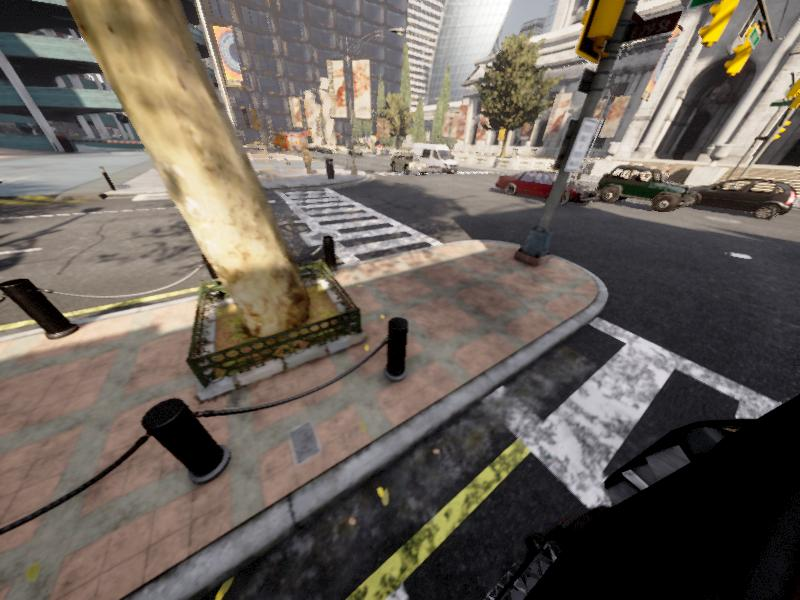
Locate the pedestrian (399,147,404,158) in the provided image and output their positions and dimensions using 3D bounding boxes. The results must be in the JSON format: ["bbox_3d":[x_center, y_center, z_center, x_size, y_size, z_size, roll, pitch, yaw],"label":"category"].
[{"bbox_3d":[0.267,-32.138,50.340,0.751,1.860,0.751,-15,38,-25],"label":"pedestrian"}]

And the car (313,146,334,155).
[{"bbox_3d":[-17.007,-33.188,51.328,4.181,1.385,1.994,25,39,30],"label":"car"}]

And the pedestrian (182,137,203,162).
[{"bbox_3d":[-18.670,-13.500,20.800,0.751,1.860,0.751,-27,44,-37],"label":"pedestrian"}]

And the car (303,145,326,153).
[{"bbox_3d":[-21.102,-37.282,57.098,4.902,1.511,2.128,16,36,19],"label":"car"}]

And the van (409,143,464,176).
[{"bbox_3d":[3.560,-14.615,23.932,1.988,2.561,5.915,-18,39,-28],"label":"van"}]

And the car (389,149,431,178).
[{"bbox_3d":[0.731,-12.711,21.433,1.932,1.855,4.605,-11,37,-22],"label":"car"}]

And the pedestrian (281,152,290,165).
[{"bbox_3d":[-11.173,-13.826,22.568,0.500,1.100,0.500,-9,35,-17],"label":"pedestrian"}]

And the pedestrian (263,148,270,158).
[{"bbox_3d":[-17.273,-18.964,29.821,0.500,1.100,0.500,-14,37,-24],"label":"pedestrian"}]

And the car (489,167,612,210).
[{"bbox_3d":[8.075,-6.490,13.094,2.033,1.411,5.357,-18,39,-28],"label":"car"}]

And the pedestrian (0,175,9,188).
[{"bbox_3d":[-15.949,-5.129,8.414,0.751,1.860,0.751,-16,38,-26],"label":"pedestrian"}]

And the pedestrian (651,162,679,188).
[{"bbox_3d":[23.195,-10.956,20.264,0.751,1.860,0.751,-18,39,-28],"label":"pedestrian"}]

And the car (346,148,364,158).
[{"bbox_3d":[-8.721,-28.436,44.661,1.789,1.549,3.705,-21,41,-32],"label":"car"}]

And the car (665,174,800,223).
[{"bbox_3d":[17.315,-5.458,12.073,1.851,1.617,3.988,-18,39,-28],"label":"car"}]

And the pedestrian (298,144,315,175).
[{"bbox_3d":[-6.691,-10.102,16.627,0.751,1.860,0.751,-5,34,-12],"label":"pedestrian"}]

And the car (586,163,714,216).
[{"bbox_3d":[12.882,-5.978,12.245,1.905,1.878,3.866,-18,40,-28],"label":"car"}]

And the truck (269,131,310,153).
[{"bbox_3d":[-26.254,-37.676,55.126,8.468,3.827,2.891,14,35,16],"label":"truck"}]

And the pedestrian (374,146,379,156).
[{"bbox_3d":[-5.516,-34.877,54.009,0.751,1.860,0.751,-19,39,-29],"label":"pedestrian"}]
